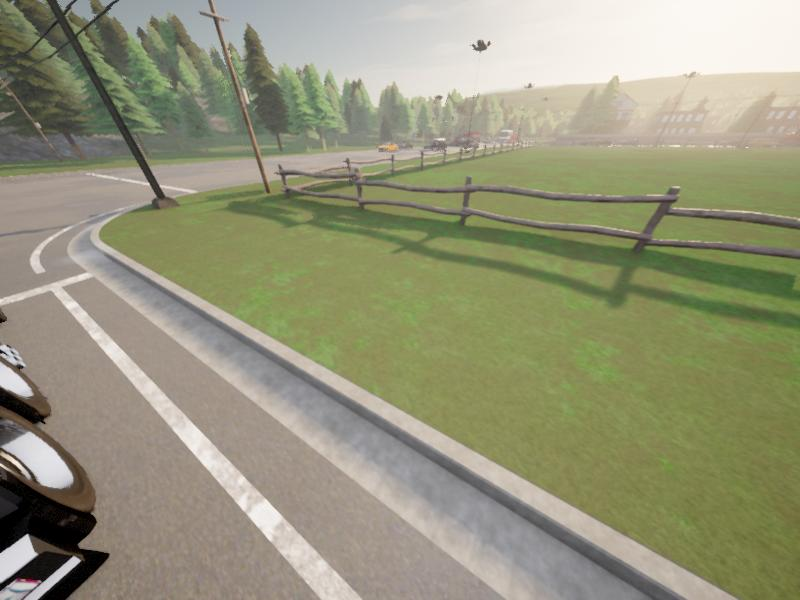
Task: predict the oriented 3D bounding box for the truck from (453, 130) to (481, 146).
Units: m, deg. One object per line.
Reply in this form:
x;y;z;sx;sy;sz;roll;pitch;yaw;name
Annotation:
19.661;-47.347;67.554;8.468;3.827;2.891;-25;42;-30;truck

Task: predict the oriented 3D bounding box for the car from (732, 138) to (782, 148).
74.297;-32.844;48.243;5.366;1.575;1.801;18;39;25;car

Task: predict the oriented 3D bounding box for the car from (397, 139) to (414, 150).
1.280;-35.984;53.368;1.932;1.855;4.605;19;39;25;car

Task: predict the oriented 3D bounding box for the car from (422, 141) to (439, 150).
6.559;-33.069;49.512;1.816;1.474;4.193;19;39;25;car

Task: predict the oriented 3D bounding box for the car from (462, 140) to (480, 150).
15.584;-34.018;50.569;2.242;1.667;4.611;19;40;25;car

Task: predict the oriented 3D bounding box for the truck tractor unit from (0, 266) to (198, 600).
-5.118;-0.294;0.767;6.516;4.208;3.053;18;39;24;truck tractor unit

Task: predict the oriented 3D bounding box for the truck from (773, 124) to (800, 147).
83.858;-32.925;46.245;8.468;3.827;2.891;18;39;25;truck

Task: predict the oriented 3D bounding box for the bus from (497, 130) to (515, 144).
41.500;-63.912;90.401;3.944;4.253;10.273;19;40;25;bus

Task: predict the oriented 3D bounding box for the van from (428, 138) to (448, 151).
7.487;-30.278;45.060;2.069;2.038;4.480;19;39;25;van

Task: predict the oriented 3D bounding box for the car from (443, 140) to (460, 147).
15.405;-46.913;69.158;5.027;1.651;2.152;-26;42;-31;car

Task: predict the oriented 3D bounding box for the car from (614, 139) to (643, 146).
58.513;-40.438;59.283;4.792;1.488;2.163;18;39;25;car

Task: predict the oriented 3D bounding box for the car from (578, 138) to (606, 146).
49.813;-41.071;60.154;5.238;1.638;1.930;18;39;25;car

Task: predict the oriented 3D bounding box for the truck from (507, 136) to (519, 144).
42.592;-60.449;87.023;2.627;2.467;5.204;19;40;25;truck

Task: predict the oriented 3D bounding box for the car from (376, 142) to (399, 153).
-2.252;-28.509;43.103;1.882;1.535;5.008;19;40;25;car

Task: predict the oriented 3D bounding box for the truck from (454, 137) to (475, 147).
17.567;-42.937;62.824;2.390;2.098;6.274;28;44;35;truck

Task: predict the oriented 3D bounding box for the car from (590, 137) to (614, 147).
49.645;-38.880;56.847;3.866;1.878;1.905;18;39;25;car
